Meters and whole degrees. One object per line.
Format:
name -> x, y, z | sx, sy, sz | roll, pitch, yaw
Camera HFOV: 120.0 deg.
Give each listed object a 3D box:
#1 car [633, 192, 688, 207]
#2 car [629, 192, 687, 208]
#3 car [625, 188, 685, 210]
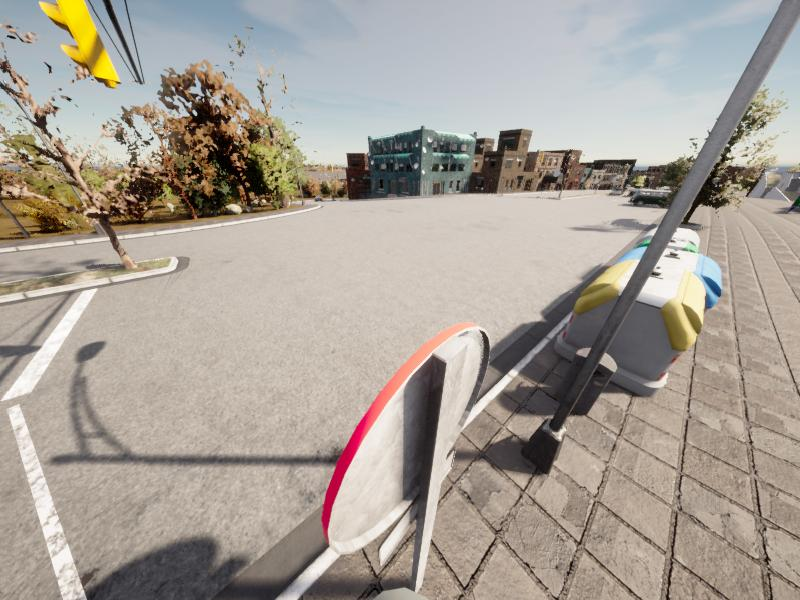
car -> 36.754, -14.328, 32.812 | 4.674, 1.452, 2.002 | 17, 33, 25
car -> 34.472, -13.468, 31.109 | 4.674, 1.452, 2.002 | 17, 32, 25
car -> 32.099, -12.864, 29.311 | 4.442, 1.987, 1.878 | 17, 33, 25
